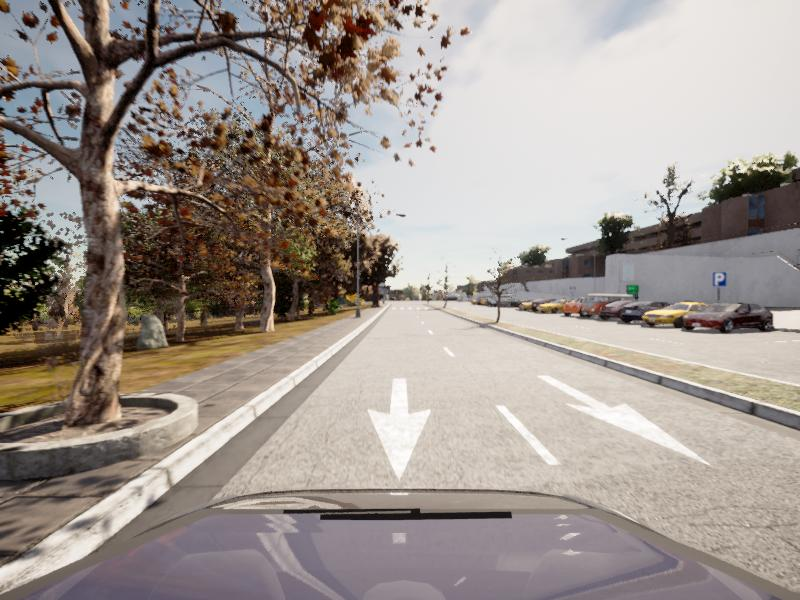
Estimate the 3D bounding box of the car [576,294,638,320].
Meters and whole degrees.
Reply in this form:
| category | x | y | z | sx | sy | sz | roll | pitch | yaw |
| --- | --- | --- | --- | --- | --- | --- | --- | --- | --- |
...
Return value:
| category | x | y | z | sx | sy | sz | roll | pitch | yaw |
| --- | --- | --- | --- | --- | --- | --- | --- | --- | --- |
| car | 16.771 | 0.510 | 32.396 | 4.442 | 1.987 | 1.878 | 1 | 1 | -20 |

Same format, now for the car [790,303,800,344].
| category | x | y | z | sx | sy | sz | roll | pitch | yaw |
| --- | --- | --- | --- | --- | --- | --- | --- | --- | --- |
| car | 16.861 | 0.881 | 14.540 | 4.674 | 1.452 | 2.002 | 1 | 0 | -20 |

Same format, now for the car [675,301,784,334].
| category | x | y | z | sx | sy | sz | roll | pitch | yaw |
| --- | --- | --- | --- | --- | --- | --- | --- | --- | --- |
| car | 16.841 | 0.854 | 20.497 | 4.792 | 1.488 | 2.163 | 1 | 1 | -20 |

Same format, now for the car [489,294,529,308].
| category | x | y | z | sx | sy | sz | roll | pitch | yaw |
| --- | --- | --- | --- | --- | --- | --- | --- | --- | --- |
| car | 16.924 | 0.115 | 62.287 | 5.566 | 2.045 | 2.435 | 1 | 0 | -20 |

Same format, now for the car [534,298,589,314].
| category | x | y | z | sx | sy | sz | roll | pitch | yaw |
| --- | --- | --- | --- | --- | --- | --- | --- | --- | --- |
| car | 16.708 | 0.617 | 41.335 | 5.366 | 1.575 | 1.946 | 1 | 1 | -20 |

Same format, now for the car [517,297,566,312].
| category | x | y | z | sx | sy | sz | roll | pitch | yaw |
| --- | --- | --- | --- | --- | --- | --- | --- | --- | --- |
| car | 16.712 | 0.532 | 47.300 | 5.366 | 1.575 | 1.946 | 1 | 1 | -20 |

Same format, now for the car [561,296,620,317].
| category | x | y | z | sx | sy | sz | roll | pitch | yaw |
| --- | --- | --- | --- | --- | --- | --- | --- | --- | --- |
| car | 16.850 | 0.575 | 35.424 | 4.553 | 1.767 | 2.185 | 1 | 1 | -20 |

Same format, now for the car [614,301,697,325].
| category | x | y | z | sx | sy | sz | roll | pitch | yaw |
| --- | --- | --- | --- | --- | --- | --- | --- | --- | --- |
| car | 16.899 | 0.821 | 26.494 | 4.792 | 1.488 | 2.163 | 1 | 0 | -20 |

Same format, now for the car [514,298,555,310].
| category | x | y | z | sx | sy | sz | roll | pitch | yaw |
| --- | --- | --- | --- | --- | --- | --- | --- | --- | --- |
| car | 16.883 | 0.539 | 50.349 | 4.674 | 1.452 | 2.002 | 1 | 0 | -20 |

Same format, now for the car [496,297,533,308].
| category | x | y | z | sx | sy | sz | roll | pitch | yaw |
| --- | --- | --- | --- | --- | --- | --- | --- | --- | --- |
| car | 16.902 | 0.398 | 59.288 | 4.892 | 1.521 | 2.231 | 1 | 1 | -20 |

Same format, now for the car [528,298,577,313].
| category | x | y | z | sx | sy | sz | roll | pitch | yaw |
| --- | --- | --- | --- | --- | --- | --- | --- | --- | --- |
| car | 16.910 | 0.609 | 44.396 | 4.792 | 1.488 | 2.163 | 1 | 1 | -20 |

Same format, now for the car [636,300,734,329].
| category | x | y | z | sx | sy | sz | roll | pitch | yaw |
| --- | --- | --- | --- | --- | --- | --- | --- | --- | --- |
| car | 16.699 | 0.804 | 23.424 | 5.366 | 1.575 | 1.946 | 1 | 1 | -20 |

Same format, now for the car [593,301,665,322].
| category | x | y | z | sx | sy | sz | roll | pitch | yaw |
| --- | --- | --- | --- | --- | --- | --- | --- | --- | --- |
| car | 16.869 | 0.804 | 29.466 | 4.674 | 1.452 | 2.002 | 1 | 0 | -20 |

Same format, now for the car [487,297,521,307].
| category | x | y | z | sx | sy | sz | roll | pitch | yaw |
| --- | --- | --- | --- | --- | --- | --- | --- | --- | --- |
| car | 16.902 | 0.339 | 65.254 | 5.008 | 1.535 | 2.097 | 1 | 1 | -20 |
